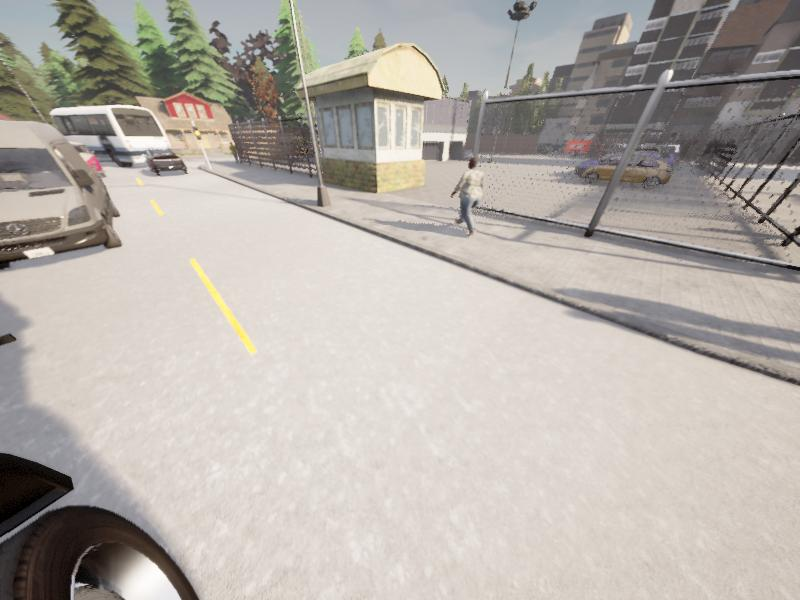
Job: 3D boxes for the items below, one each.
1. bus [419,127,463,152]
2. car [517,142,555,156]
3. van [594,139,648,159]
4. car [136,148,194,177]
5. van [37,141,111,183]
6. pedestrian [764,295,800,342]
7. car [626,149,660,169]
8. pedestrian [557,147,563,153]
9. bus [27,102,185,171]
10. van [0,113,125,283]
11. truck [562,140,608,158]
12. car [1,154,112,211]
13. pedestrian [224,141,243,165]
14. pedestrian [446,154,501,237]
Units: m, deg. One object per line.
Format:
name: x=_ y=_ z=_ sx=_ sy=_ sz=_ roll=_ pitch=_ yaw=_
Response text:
bus: x=9.024 y=-34.941 z=50.551 sx=3.944 sy=4.253 sz=10.273 roll=28 pitch=42 yaw=34
car: x=25.736 y=-28.846 z=44.008 sx=5.566 sy=2.045 sz=2.150 roll=29 pitch=44 yaw=35
van: x=37.388 y=-25.732 z=39.292 sx=5.915 sy=2.561 sz=1.988 roll=29 pitch=44 yaw=34
car: x=-17.551 y=-10.326 z=17.197 sx=4.902 sy=1.511 sz=2.128 roll=30 pitch=44 yaw=35
van: x=-20.586 y=-8.913 z=14.703 sx=4.442 sy=1.987 sz=1.775 roll=27 pitch=42 yaw=32
pedestrian: x=5.645 y=-0.203 z=2.507 sx=0.751 sy=1.860 sz=0.751 roll=-2 pitch=35 yaw=-3
car: x=25.134 y=-14.610 z=23.871 sx=1.789 sy=1.547 sz=3.705 roll=29 pitch=44 yaw=35
pedestrian: x=33.186 y=-31.090 z=47.952 sx=0.500 sy=1.100 sz=0.500 roll=-18 pitch=39 yaw=-24
bus: x=-25.860 y=-14.495 z=20.654 sx=10.273 sy=4.253 sz=3.944 roll=13 pitch=37 yaw=17
van: x=-9.084 y=-2.830 z=5.671 sx=5.915 sy=2.561 sz=1.988 roll=30 pitch=44 yaw=35
truck: x=31.447 y=-25.798 z=39.354 sx=5.204 sy=2.467 sz=2.627 roll=29 pitch=44 yaw=34
car: x=-13.856 y=-5.038 z=9.614 sx=3.705 sy=1.549 sz=1.789 roll=30 pitch=44 yaw=34
pedestrian: x=-15.664 y=-13.892 z=21.801 sx=0.751 sy=1.860 sz=0.751 roll=-27 pitch=43 yaw=-34
pedestrian: x=1.831 y=-2.703 z=6.034 sx=0.751 sy=1.860 sz=0.751 roll=-9 pitch=36 yaw=-14
